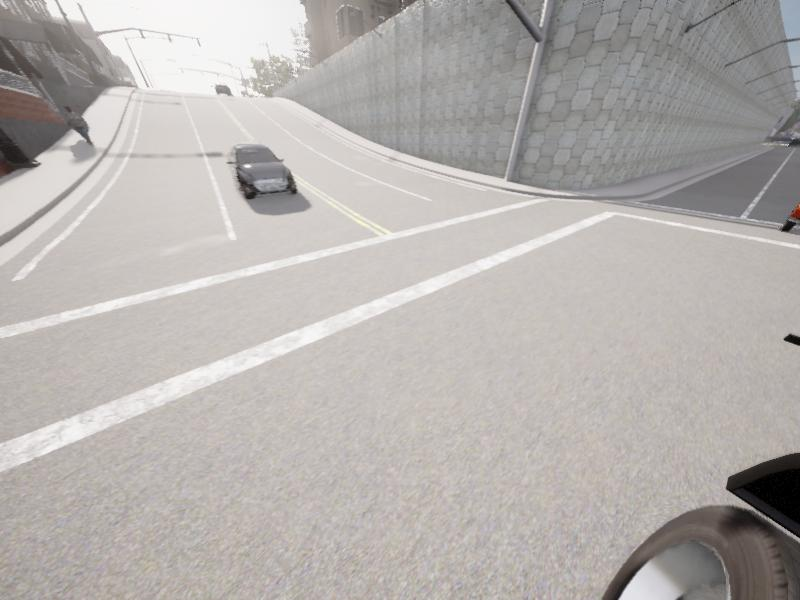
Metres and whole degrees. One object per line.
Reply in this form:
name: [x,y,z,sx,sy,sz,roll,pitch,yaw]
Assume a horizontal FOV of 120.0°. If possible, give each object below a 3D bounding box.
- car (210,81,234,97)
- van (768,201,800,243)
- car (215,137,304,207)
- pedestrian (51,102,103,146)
car: [-27.124,-32.048,35.118,2.128,1.511,4.902,-23,45,-28]
van: [12.291,-2.764,6.004,4.442,1.987,1.775,-20,40,-25]
car: [-6.073,-5.661,9.815,2.033,1.649,4.856,-22,46,-28]
pedestrian: [-17.634,-9.572,12.690,0.751,1.860,0.751,-23,41,-29]
